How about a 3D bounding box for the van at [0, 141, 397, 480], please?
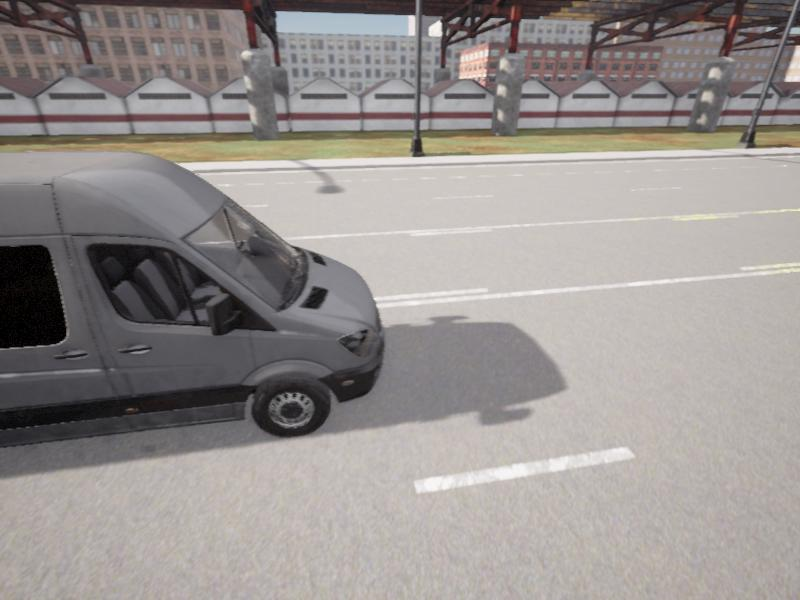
[{"bbox_3d":[-3.124,-0.037,3.937,5.915,2.561,1.988,-5,28,-9],"label":"van"}]
